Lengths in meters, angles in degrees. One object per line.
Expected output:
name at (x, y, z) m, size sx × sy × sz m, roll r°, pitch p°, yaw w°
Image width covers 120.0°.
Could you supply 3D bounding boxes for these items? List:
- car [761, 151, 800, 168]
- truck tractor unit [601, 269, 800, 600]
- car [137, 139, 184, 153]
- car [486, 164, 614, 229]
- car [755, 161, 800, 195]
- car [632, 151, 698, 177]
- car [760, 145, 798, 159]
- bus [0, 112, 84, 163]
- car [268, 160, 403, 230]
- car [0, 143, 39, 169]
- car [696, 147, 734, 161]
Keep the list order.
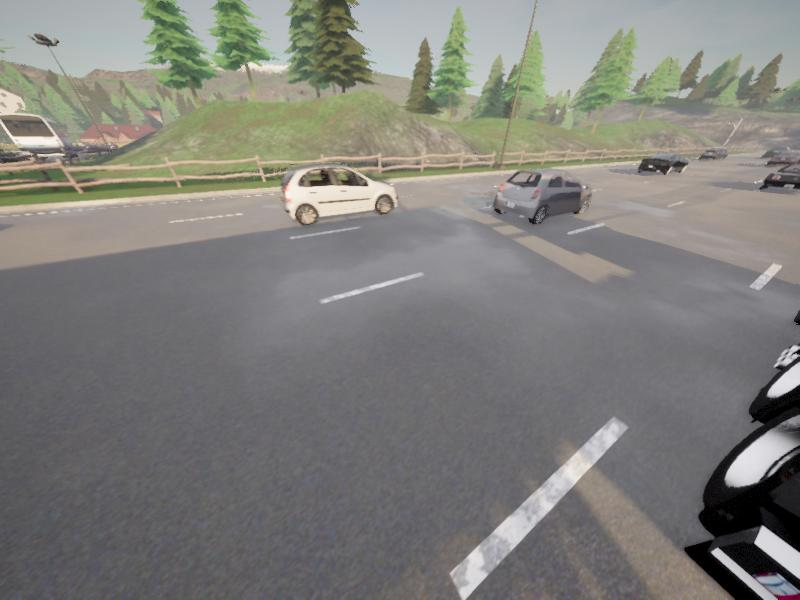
car at (43.108, -15.697, 25.716) m, size 5.357 × 1.411 × 2.033 m, roll -17°, pitch 39°, yaw -24°
truck tractor unit at (5.120, -0.291, 0.772) m, size 6.516 × 4.208 × 3.053 m, roll -18°, pitch 39°, yaw -24°
car at (-45.005, -29.180, 43.716) m, size 5.566 × 2.045 × 2.150 m, roll -17°, pitch 39°, yaw -24°
car at (5.213, -3.808, 8.179) m, size 3.633 × 1.501 × 1.845 m, roll -17°, pitch 39°, yaw -24°
car at (22.631, -6.910, 12.996) m, size 4.718 × 1.301 × 1.895 m, roll -17°, pitch 39°, yaw -24°
car at (22.072, -11.415, 19.250) m, size 5.008 × 1.535 × 1.882 m, roll -17°, pitch 39°, yaw -24°
car at (60.655, -23.675, 36.983) m, size 4.553 × 1.767 × 2.097 m, roll -17°, pitch 39°, yaw -24°
bus at (-42.406, -19.133, 27.373) m, size 10.273 × 4.253 × 3.944 m, roll 29°, pitch 44°, yaw 35°
car at (-2.080, -3.831, 8.079) m, size 3.988 × 1.617 × 1.851 m, roll -18°, pitch 39°, yaw -24°
car at (-35.845, -12.581, 20.178) m, size 2.097 × 1.767 × 4.553 m, roll -10°, pitch 36°, yaw -14°
car at (45.449, -21.065, 33.331) m, size 4.514 × 1.525 × 2.007 m, roll -17°, pitch 39°, yaw -24°
